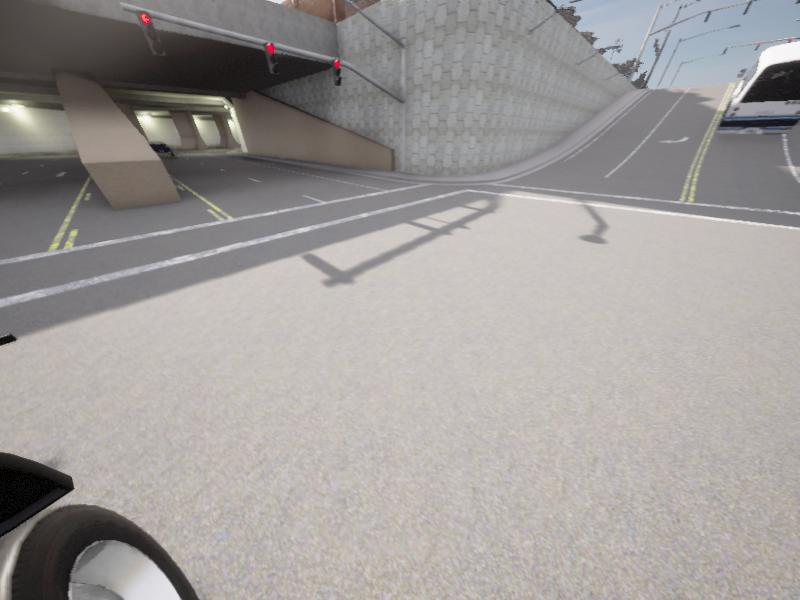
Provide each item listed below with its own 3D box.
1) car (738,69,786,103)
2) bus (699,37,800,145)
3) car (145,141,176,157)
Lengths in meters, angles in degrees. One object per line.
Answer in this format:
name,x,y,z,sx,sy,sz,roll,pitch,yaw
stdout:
car,34.879,-20.670,22.281,1.801,1.575,5.366,31,59,35
bus,27.137,-15.490,16.932,3.944,4.253,10.273,31,59,35
car,-31.662,-20.012,30.531,2.152,1.651,5.027,-27,43,-33
